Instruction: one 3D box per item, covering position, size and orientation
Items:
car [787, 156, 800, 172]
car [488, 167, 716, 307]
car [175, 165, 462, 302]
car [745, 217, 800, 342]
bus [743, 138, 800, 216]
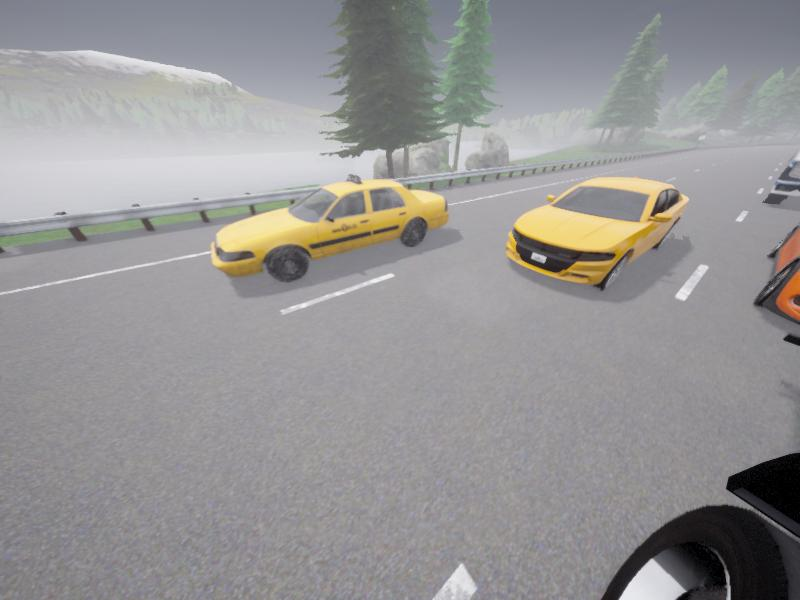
[{"bbox_3d":[31.635,-10.585,17.139,4.611,1.667,2.242,-21,40,-27],"label":"car"},{"bbox_3d":[4.470,-1.790,5.060,5.008,1.535,1.882,-22,41,-28],"label":"car"},{"bbox_3d":[-1.224,-1.942,5.290,5.366,1.575,1.801,-22,41,-28],"label":"car"},{"bbox_3d":[7.460,-0.653,3.199,4.553,1.767,2.097,-22,41,-28],"label":"car"},{"bbox_3d":[18.352,-6.054,8.607,10.273,4.253,3.944,-23,41,-28],"label":"bus"}]
